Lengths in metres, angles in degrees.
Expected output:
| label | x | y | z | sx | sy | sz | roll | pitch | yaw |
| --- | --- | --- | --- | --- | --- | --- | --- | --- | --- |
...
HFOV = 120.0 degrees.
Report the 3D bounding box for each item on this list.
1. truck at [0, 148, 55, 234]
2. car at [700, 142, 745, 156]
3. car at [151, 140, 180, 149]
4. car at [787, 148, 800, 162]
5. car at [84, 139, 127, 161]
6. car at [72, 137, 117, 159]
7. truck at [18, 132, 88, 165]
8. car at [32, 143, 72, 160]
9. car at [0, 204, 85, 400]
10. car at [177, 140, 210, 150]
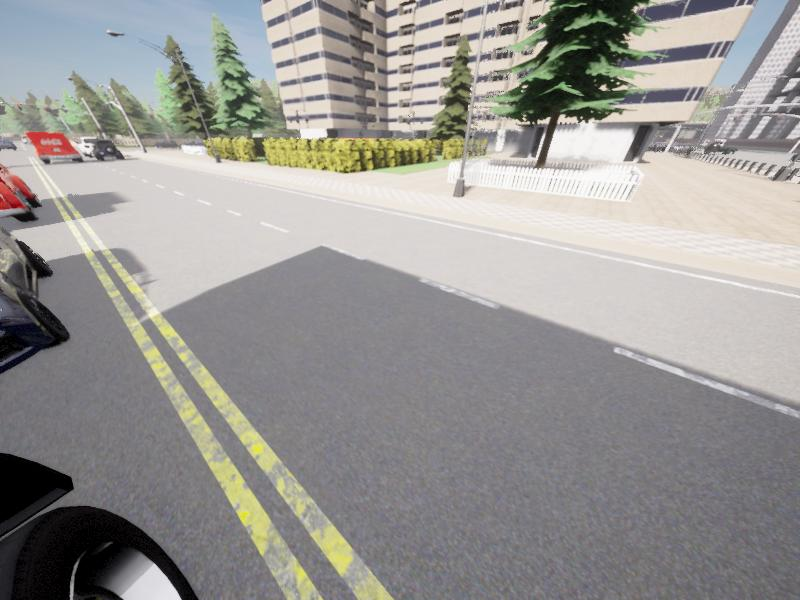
| label | x | y | z | sx | sy | sz | roll | pitch | yaw |
| --- | --- | --- | --- | --- | --- | --- | --- | --- | --- |
| truck | -13.363 | -3.564 | 6.697 | 5.204 | 2.467 | 2.627 | 23 | 41 | 29 |
| car | 57.227 | -26.954 | 41.110 | 3.866 | 1.878 | 1.905 | 22 | 41 | 28 |
| car | -49.123 | -32.689 | 48.495 | 1.845 | 1.501 | 3.633 | 23 | 41 | 29 |
| car | 52.360 | -18.298 | 29.224 | 1.812 | 1.442 | 4.674 | 23 | 41 | 29 |
| car | -32.250 | -16.445 | 25.306 | 3.866 | 1.878 | 1.905 | 23 | 41 | 29 |
| car | -37.947 | -18.953 | 28.677 | 5.566 | 2.045 | 2.150 | 23 | 41 | 29 |
| truck | -33.580 | -14.753 | 22.384 | 5.204 | 2.467 | 2.627 | 23 | 41 | 29 |
| car | -38.823 | -16.617 | 25.795 | 3.633 | 1.501 | 1.845 | 23 | 41 | 29 |
| car | -6.316 | -0.199 | 2.685 | 4.611 | 1.667 | 2.242 | 23 | 41 | 29 |
| car | -44.007 | -33.245 | 49.366 | 2.242 | 1.667 | 4.611 | 23 | 41 | 29 |
